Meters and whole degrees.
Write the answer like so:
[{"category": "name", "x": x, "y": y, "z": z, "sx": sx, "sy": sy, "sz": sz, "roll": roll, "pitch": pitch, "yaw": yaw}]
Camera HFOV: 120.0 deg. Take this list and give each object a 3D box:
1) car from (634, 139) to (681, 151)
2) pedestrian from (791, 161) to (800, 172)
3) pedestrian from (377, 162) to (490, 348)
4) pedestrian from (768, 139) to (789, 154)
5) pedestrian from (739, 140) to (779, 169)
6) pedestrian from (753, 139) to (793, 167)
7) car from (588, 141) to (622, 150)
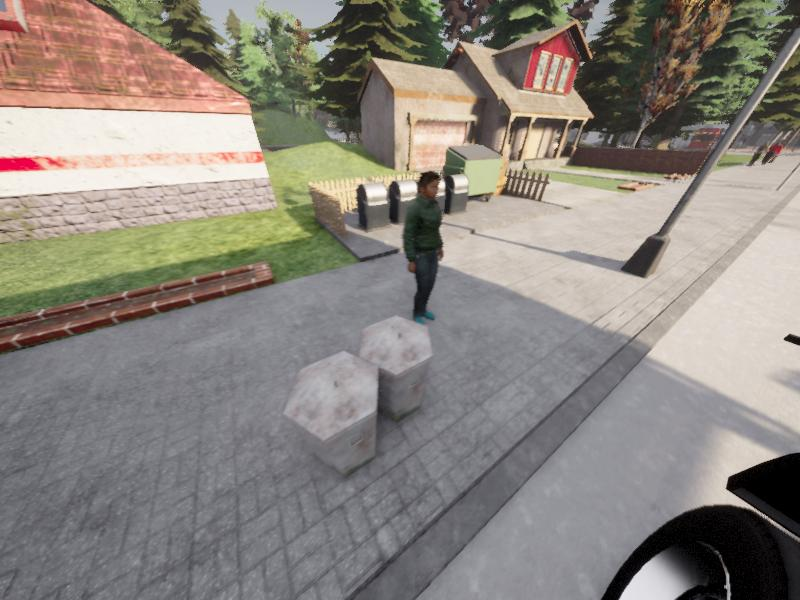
[{"category": "car", "x": 45.823, "y": -27.729, "z": 41.262, "sx": 2.152, "sy": 1.651, "sz": 5.027, "roll": -20, "pitch": 40, "yaw": -26}, {"category": "pedestrian", "x": 29.133, "y": -10.087, "z": 16.235, "sx": 0.751, "sy": 1.860, "sz": 0.751, "roll": -19, "pitch": 40, "yaw": -25}, {"category": "pedestrian", "x": 0.309, "y": -0.486, "z": 2.700, "sx": 0.751, "sy": 1.860, "sz": 0.751, "roll": 29, "pitch": 45, "yaw": 34}, {"category": "pedestrian", "x": 55.758, "y": -22.636, "z": 34.023, "sx": 0.751, "sy": 1.860, "sz": 0.751, "roll": -20, "pitch": 40, "yaw": -26}, {"category": "pedestrian", "x": 27.733, "y": -11.269, "z": 17.865, "sx": 0.751, "sy": 1.860, "sz": 0.751, "roll": -18, "pitch": 40, "yaw": -24}, {"category": "pedestrian", "x": 30.627, "y": -12.073, "z": 19.002, "sx": 0.751, "sy": 1.860, "sz": 0.751, "roll": -12, "pitch": 38, "yaw": -17}, {"category": "car", "x": 41.596, "y": -31.439, "z": 46.904, "sx": 1.812, "sy": 1.442, "sz": 4.674, "roll": -20, "pitch": 40, "yaw": -26}]
